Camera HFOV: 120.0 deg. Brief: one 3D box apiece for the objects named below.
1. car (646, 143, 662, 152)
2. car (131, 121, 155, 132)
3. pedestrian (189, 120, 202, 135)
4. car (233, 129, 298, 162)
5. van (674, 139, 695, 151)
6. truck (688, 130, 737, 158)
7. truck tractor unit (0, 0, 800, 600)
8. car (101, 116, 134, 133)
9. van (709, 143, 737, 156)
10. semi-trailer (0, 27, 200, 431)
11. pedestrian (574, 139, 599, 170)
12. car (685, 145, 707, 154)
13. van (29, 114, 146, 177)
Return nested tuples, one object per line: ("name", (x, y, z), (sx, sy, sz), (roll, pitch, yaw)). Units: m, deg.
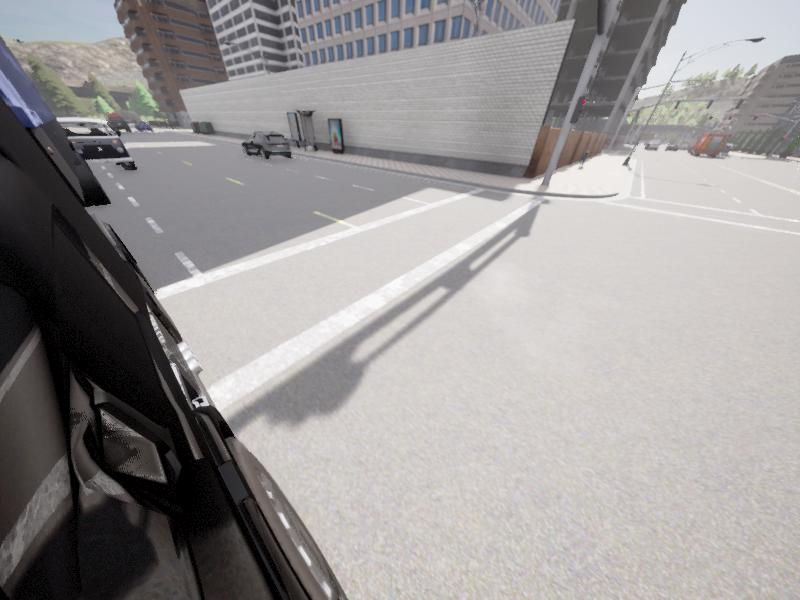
("car", (59.376, -35.768, 54.079), (2.033, 1.411, 5.357), (28, 44, 30))
("car", (-46.104, -31.087, 41.404), (4.193, 1.474, 1.816), (29, 44, 30))
("pedestrian", (-32.497, -27.461, 36.722), (0.751, 1.860, 0.751), (29, 44, 31))
("car", (-9.955, -11.507, 17.128), (4.856, 1.649, 2.033), (28, 44, 30))
("van", (81.430, -44.479, 66.219), (2.351, 2.431, 6.366), (28, 44, 30))
("truck", (57.319, -28.908, 42.718), (2.891, 3.827, 8.468), (28, 44, 30))
("truck tractor unit", (-2.645, -0.295, 0.352), (6.516, 4.208, 3.053), (28, 44, 30))
("car", (-45.250, -28.100, 36.966), (5.566, 2.045, 2.150), (29, 44, 30))
("van", (65.921, -30.752, 47.208), (2.069, 2.038, 4.480), (28, 44, 30))
("semi-trailer", (-8.627, -3.642, 4.312), (14.254, 4.402, 2.717), (29, 44, 31))
("pedestrian", (13.979, -10.904, 17.337), (0.751, 1.860, 0.751), (25, 42, 27))
("car", (64.868, -33.013, 50.706), (2.033, 1.411, 5.357), (28, 44, 30))
("van", (-14.551, -7.246, 10.789), (4.480, 2.038, 2.069), (23, 41, 28))
